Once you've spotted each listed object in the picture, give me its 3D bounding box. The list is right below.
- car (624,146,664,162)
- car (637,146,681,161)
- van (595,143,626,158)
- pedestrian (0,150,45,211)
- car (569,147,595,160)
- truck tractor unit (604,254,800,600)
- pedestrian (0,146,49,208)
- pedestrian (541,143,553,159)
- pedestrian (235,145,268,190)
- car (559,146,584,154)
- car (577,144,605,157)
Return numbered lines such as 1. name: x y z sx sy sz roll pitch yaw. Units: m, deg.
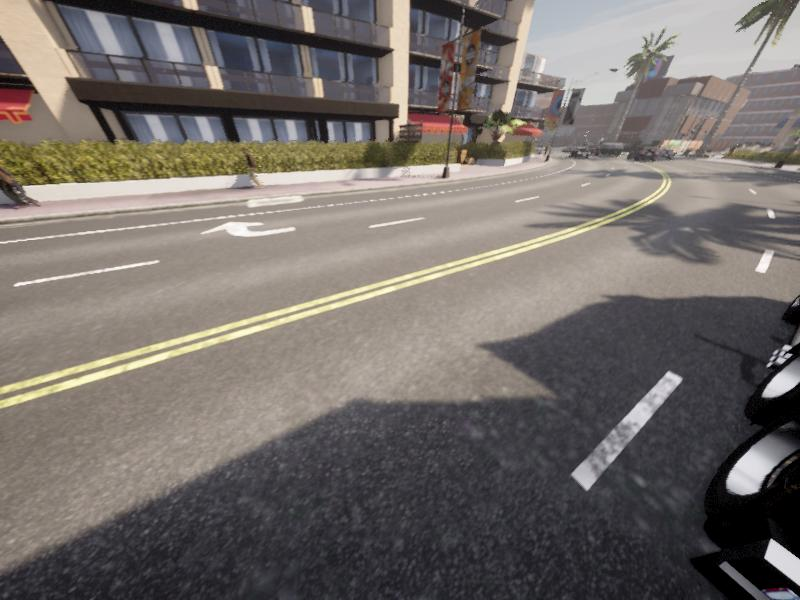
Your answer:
1. car: 33.727 -20.317 32.111 2.242 1.667 4.611 15 37 19
2. car: 38.545 -21.969 34.574 2.152 1.651 5.027 11 36 15
3. van: 36.613 -26.203 40.341 1.775 1.987 4.442 6 35 8
4. pedestrian: -13.739 -4.176 7.982 0.751 1.860 0.751 27 43 33
5. car: 27.972 -22.685 35.646 1.970 1.475 3.806 12 36 16
6. truck tractor unit: 5.092 -0.318 0.817 6.516 4.208 3.053 -19 39 -25
7. pedestrian: -14.288 -4.405 8.308 0.751 1.860 0.751 -6 35 -8
8. pedestrian: 20.763 -21.113 32.675 0.751 1.860 0.751 14 37 19
9. pedestrian: -7.313 -6.532 11.431 0.751 1.860 0.751 -25 42 -31
10. car: 36.954 -32.405 49.823 1.994 1.385 4.181 -3 35 -5
11. car: 33.217 -26.153 40.323 1.905 1.878 3.866 6 35 8
